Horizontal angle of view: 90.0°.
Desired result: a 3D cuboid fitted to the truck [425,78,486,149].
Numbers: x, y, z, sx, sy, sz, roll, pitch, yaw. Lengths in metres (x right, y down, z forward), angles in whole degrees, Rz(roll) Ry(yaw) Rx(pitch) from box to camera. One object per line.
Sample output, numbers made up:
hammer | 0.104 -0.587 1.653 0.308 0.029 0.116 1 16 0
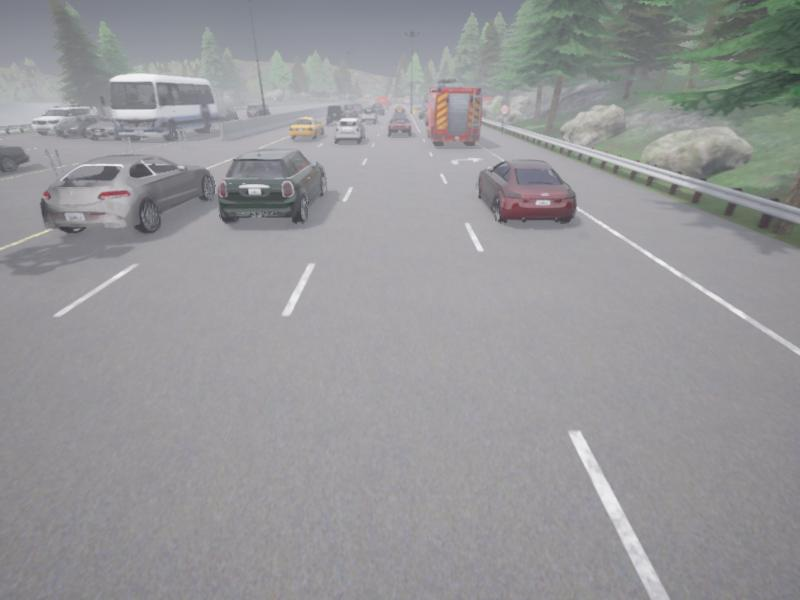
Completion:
truck | 3.490 -12.966 27.535 2.891 3.827 8.468 0 27 0

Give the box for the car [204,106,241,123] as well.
car | -21.025 -22.117 47.655 2.242 1.667 4.611 0 27 0

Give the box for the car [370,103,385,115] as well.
car | -3.563 -30.658 64.178 2.242 1.667 4.611 0 28 0

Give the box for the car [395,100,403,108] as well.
car | -0.184 -47.882 97.678 1.801 1.575 5.366 0 27 0

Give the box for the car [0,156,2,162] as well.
car | -21.011 -6.697 17.643 2.097 1.767 4.553 0 27 0

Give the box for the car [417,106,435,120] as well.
car | 3.468 -25.129 53.605 2.038 1.542 4.974 0 27 0

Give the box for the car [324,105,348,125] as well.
car | -7.022 -20.446 44.149 1.905 1.878 3.866 0 27 0

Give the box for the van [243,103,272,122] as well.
van | -17.526 -23.200 49.405 1.775 1.987 4.442 0 27 0

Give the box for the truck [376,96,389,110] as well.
truck | -3.640 -42.021 85.314 2.627 2.467 5.204 0 27 0

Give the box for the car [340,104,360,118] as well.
car | -7.037 -26.664 56.438 2.242 1.667 4.611 0 27 0

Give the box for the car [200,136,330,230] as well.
car | -3.505 -3.567 11.548 2.097 1.767 4.553 0 27 0

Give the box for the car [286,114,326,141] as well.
car | -7.016 -13.189 30.430 1.801 1.575 5.366 0 27 0

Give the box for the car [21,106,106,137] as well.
car | -28.017 -15.092 33.650 2.150 2.045 5.566 0 27 0

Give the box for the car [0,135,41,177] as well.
car | -17.510 -5.466 15.688 2.033 1.411 5.357 0 27 0

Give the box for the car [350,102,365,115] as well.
car | -7.072 -32.278 67.366 2.033 1.649 4.856 0 28 0

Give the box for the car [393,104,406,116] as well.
car | -0.055 -29.528 62.122 1.882 1.535 5.008 0 27 0

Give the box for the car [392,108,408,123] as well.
car | -0.024 -21.802 47.159 1.845 1.501 3.633 0 27 0

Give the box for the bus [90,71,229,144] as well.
bus | -17.398 -14.733 30.534 3.944 4.253 10.273 0 27 0

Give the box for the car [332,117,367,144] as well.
car | -3.513 -12.073 28.374 1.970 1.475 3.806 0 27 0

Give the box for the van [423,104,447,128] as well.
van | 3.479 -18.720 40.633 2.069 2.038 4.480 0 28 0

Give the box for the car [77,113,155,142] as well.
car | -21.015 -12.968 29.981 2.152 1.651 5.027 0 27 0

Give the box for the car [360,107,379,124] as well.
car | -3.523 -21.477 46.454 1.851 1.617 3.988 0 27 0

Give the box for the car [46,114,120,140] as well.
car | -24.515 -13.553 31.224 2.007 1.525 4.514 0 27 0

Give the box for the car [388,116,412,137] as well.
car | -0.017 -14.525 33.317 1.895 1.301 4.718 0 27 0

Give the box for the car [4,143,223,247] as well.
car | -7.007 -3.068 10.775 2.152 1.651 5.027 0 27 0

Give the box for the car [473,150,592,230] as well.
car | 3.492 -3.320 11.521 1.994 1.385 4.181 0 27 0
